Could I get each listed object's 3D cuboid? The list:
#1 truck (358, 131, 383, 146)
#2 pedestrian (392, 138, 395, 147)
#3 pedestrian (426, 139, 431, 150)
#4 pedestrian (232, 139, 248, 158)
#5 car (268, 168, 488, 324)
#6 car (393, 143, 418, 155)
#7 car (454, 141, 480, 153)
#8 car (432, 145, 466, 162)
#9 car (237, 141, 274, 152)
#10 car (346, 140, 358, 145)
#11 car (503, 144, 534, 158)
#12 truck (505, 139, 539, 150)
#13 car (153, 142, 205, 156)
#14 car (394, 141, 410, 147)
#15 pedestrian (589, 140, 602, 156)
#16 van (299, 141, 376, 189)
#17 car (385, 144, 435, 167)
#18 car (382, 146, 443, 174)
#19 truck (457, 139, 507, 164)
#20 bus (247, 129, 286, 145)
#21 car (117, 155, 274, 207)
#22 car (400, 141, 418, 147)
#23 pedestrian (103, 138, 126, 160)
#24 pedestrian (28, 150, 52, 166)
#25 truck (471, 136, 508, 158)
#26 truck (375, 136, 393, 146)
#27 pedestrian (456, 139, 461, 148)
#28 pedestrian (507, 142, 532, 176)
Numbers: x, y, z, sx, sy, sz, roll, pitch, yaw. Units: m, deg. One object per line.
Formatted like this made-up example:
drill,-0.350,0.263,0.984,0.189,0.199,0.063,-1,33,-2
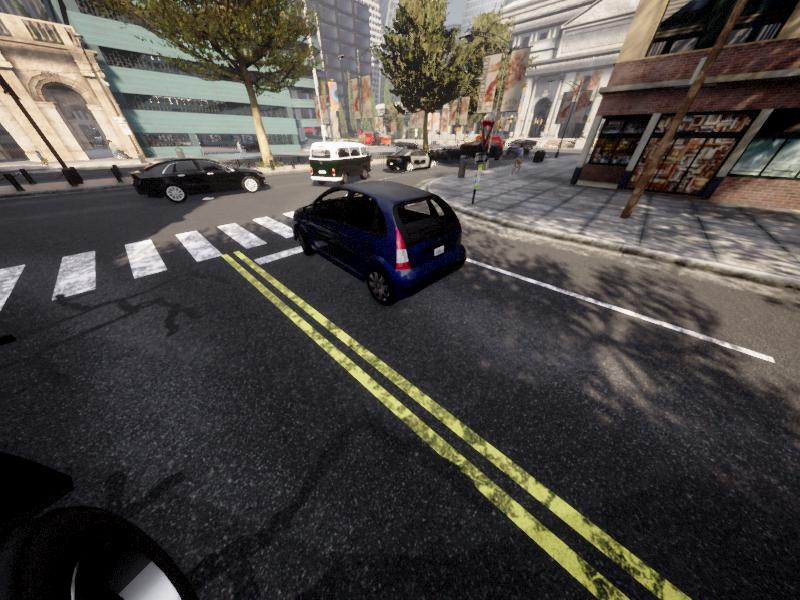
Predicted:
truck,-9.366,-50.830,72.692,8.468,3.827,2.891,29,44,34
pedestrian,-1.640,-39.842,58.552,0.751,1.860,0.751,12,37,16
pedestrian,5.811,-31.725,47.081,0.751,1.860,0.751,-30,45,-35
pedestrian,-19.001,-18.025,27.451,0.751,1.860,0.751,29,44,34
car,-0.708,-1.506,4.654,1.851,1.617,3.988,-29,45,-35
car,0.897,-24.067,36.746,1.789,1.549,3.705,29,44,34
car,12.316,-28.139,42.507,2.242,1.667,4.611,29,44,34
car,5.813,-17.381,27.355,1.970,1.475,3.806,29,44,34
car,-25.808,-27.619,41.426,2.128,1.511,4.902,28,44,34
car,-16.616,-54.889,80.369,3.633,1.501,1.845,16,38,21
car,16.804,-21.147,32.750,2.128,1.511,4.902,29,44,34
truck,29.127,-37.364,55.350,6.274,2.098,2.390,29,44,34
car,-30.739,-21.114,32.223,2.161,1.482,4.786,28,44,34
car,0.571,-44.429,65.795,4.181,1.385,1.994,29,44,34
pedestrian,27.649,-21.505,32.727,0.751,1.860,0.751,20,40,26
van,-3.351,-8.067,13.574,2.069,2.038,4.480,11,37,15
car,1.081,-14.570,23.187,1.930,1.638,5.238,29,44,34
car,1.125,-11.657,19.050,1.930,1.638,5.238,29,44,34
truck,9.333,-16.838,26.069,2.390,2.098,6.274,29,44,34
bus,-44.297,-54.560,77.365,10.273,4.253,3.944,-10,37,-15
car,-8.791,-5.563,10.455,1.837,1.490,4.892,29,44,34
car,2.518,-46.141,68.224,5.357,1.411,2.033,29,44,34
pedestrian,-30.213,-15.970,24.452,0.751,1.860,0.751,29,44,34
pedestrian,-29.848,-11.789,19.179,0.500,1.100,0.500,-20,40,-26
truck,12.883,-22.085,33.234,2.627,2.467,5.204,29,44,34
truck,-5.146,-50.760,73.803,5.204,2.467,2.627,29,44,34
pedestrian,16.022,-43.078,63.538,0.751,1.860,0.751,26,43,32
pedestrian,7.850,-9.286,15.235,0.751,1.860,0.751,-25,42,-31
